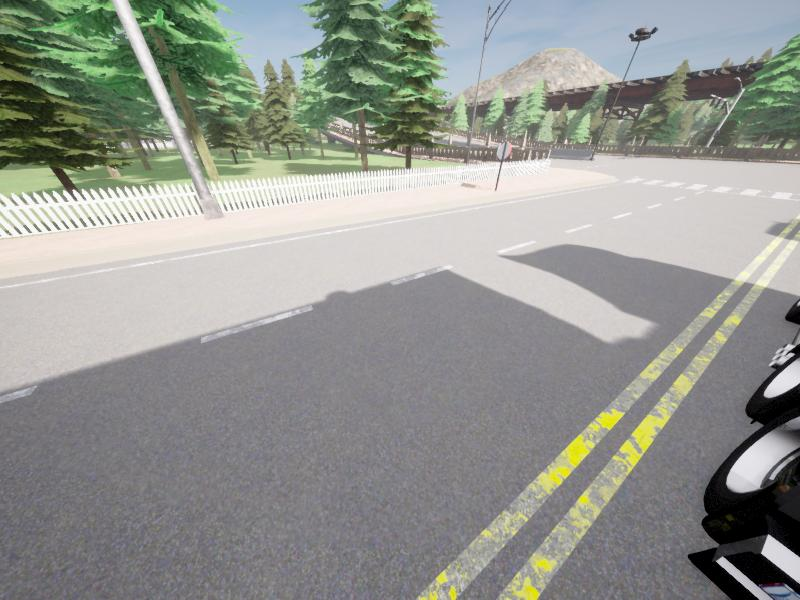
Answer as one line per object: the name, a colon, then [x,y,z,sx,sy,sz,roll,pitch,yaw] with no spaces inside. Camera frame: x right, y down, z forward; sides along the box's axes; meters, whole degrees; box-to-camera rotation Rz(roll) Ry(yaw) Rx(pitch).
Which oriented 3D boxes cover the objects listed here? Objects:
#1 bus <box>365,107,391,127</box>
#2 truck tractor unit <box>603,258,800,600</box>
bus: [-7.302,-59.754,75.497,3.944,4.253,10.273,-20,47,-26]
truck tractor unit: [5.099,-0.313,0.797,6.516,4.208,3.053,-19,39,-25]
